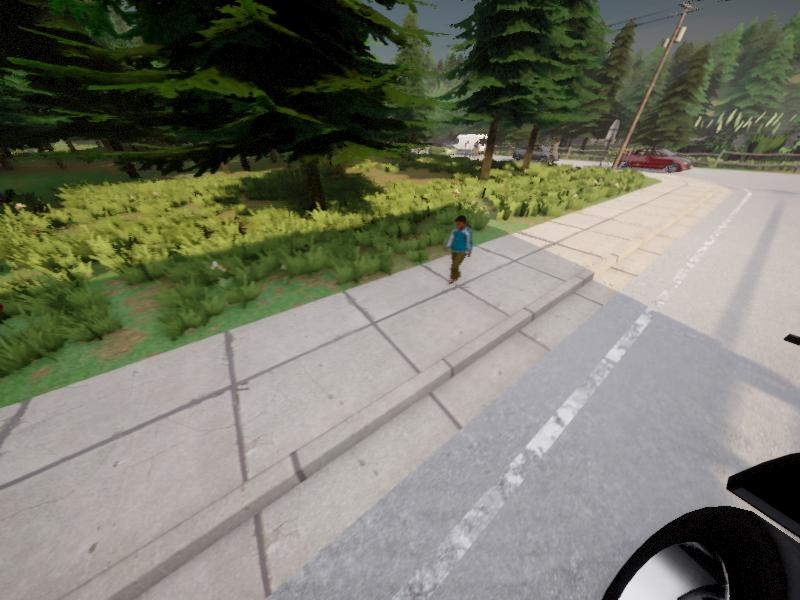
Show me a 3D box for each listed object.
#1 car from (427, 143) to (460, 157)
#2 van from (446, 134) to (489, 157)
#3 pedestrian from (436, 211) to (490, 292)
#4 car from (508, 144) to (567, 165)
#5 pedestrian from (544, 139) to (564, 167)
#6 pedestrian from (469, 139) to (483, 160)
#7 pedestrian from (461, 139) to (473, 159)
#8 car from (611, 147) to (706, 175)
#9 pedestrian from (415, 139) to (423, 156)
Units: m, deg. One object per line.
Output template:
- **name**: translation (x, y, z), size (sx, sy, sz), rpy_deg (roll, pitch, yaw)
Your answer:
- **car**: translation (6.108, -21.609, 33.142), size (2.007, 1.525, 4.514), rpy_deg (-22, 40, -27)
- **van**: translation (9.608, -22.642, 33.702), size (1.988, 2.561, 5.915), rpy_deg (-22, 40, -27)
- **pedestrian**: translation (0.986, -0.788, 3.758), size (0.500, 1.100, 0.500), rpy_deg (30, 45, 35)
- **car**: translation (13.879, -14.951, 23.624), size (2.007, 1.525, 4.514), rpy_deg (-20, 40, -26)
- **pedestrian**: translation (12.621, -12.090, 18.978), size (0.751, 1.860, 0.751), rpy_deg (24, 42, 31)
- **pedestrian**: translation (8.125, -16.125, 24.736), size (0.751, 1.860, 0.751), rpy_deg (-17, 39, -22)
- **pedestrian**: translation (7.436, -16.859, 25.785), size (0.751, 1.860, 0.751), rpy_deg (-17, 38, -22)
- **car**: translation (18.956, -10.417, 17.196), size (1.816, 1.474, 4.193), rpy_deg (-20, 40, -26)
- **pedestrian**: translation (2.543, -20.628, 31.182), size (0.751, 1.860, 0.751), rpy_deg (-19, 39, -24)
